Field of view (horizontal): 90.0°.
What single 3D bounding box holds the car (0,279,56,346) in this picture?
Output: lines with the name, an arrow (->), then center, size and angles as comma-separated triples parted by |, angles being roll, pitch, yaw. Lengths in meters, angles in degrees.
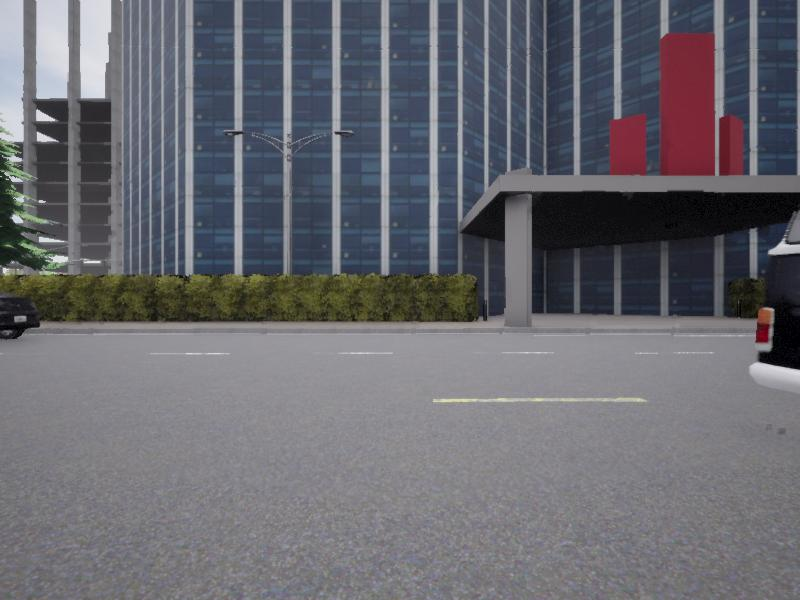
car -> -10.935, 0.270, 9.061 | 4.674, 1.442, 1.812 | 0, 0, -1

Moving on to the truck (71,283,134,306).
truck -> -50.602, -0.869, 68.135 | 8.468, 3.827, 2.891 | 0, 0, -1

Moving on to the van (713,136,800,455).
van -> 4.797, -0.029, 2.245 | 4.480, 2.038, 2.069 | 0, 0, -1
